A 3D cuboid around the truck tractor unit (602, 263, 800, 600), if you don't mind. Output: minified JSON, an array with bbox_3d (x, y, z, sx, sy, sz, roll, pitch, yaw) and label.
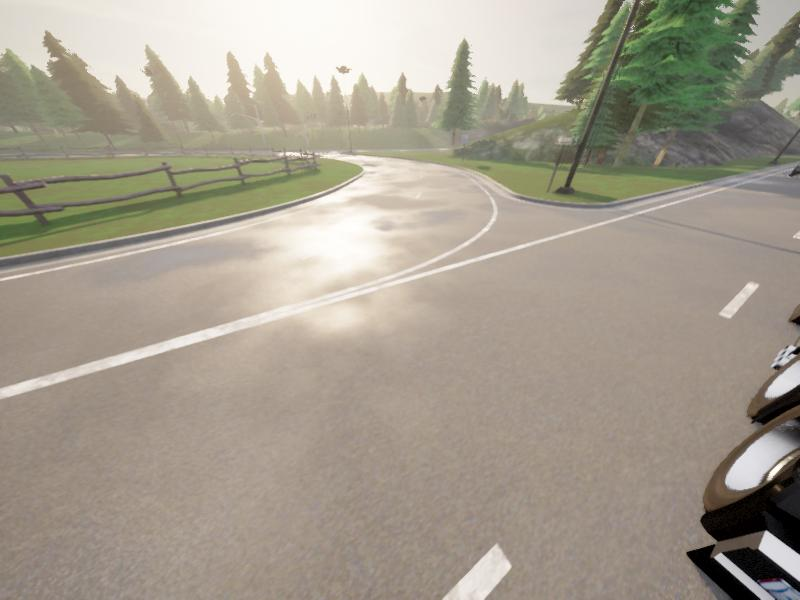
[{"bbox_3d":[5.111,-0.299,0.792,6.516,4.208,3.053,-18,39,-24],"label":"truck tractor unit"}]

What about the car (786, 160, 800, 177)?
[{"bbox_3d":[33.546,-10.704,18.451,3.806,1.475,1.970,-18,39,-24],"label":"car"}]
